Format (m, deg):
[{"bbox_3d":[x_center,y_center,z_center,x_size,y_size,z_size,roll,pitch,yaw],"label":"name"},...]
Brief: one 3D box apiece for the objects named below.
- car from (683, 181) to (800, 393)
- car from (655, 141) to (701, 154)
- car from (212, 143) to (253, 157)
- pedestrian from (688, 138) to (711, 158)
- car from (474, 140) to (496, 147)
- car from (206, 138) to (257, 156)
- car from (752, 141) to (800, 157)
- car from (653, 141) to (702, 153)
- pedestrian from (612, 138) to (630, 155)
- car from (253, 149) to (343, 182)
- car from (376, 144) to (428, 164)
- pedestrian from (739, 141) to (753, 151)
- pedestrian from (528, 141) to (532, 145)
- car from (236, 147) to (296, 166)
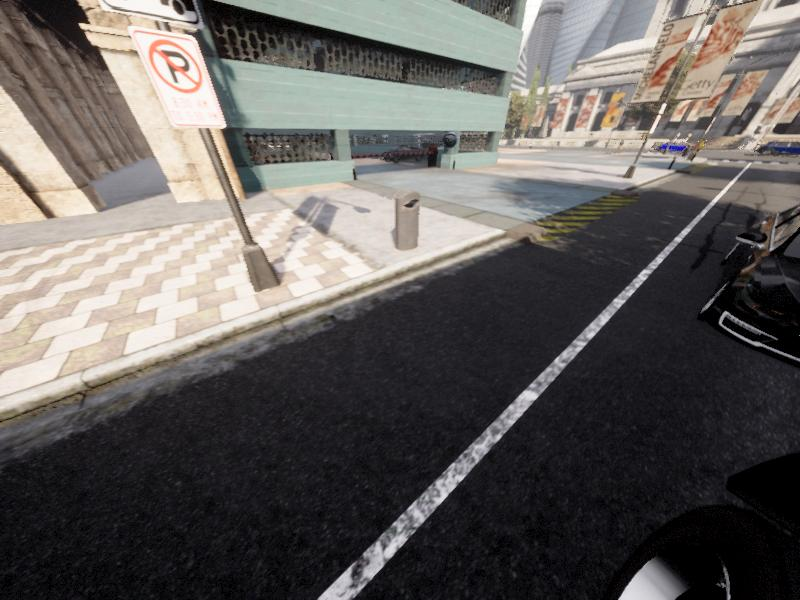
[{"bbox_3d":[6.239,-0.464,3.215,4.892,1.490,1.837,-24,41,-29],"label":"car"},{"bbox_3d":[42.868,-23.599,35.713,1.816,1.474,4.193,-23,41,-29],"label":"car"},{"bbox_3d":[-24.996,-22.517,34.573,4.514,1.523,2.007,-24,41,-29],"label":"car"},{"bbox_3d":[33.400,-16.967,25.755,0.751,1.860,0.751,-24,42,-30],"label":"pedestrian"},{"bbox_3d":[23.479,-43.491,63.954,4.974,1.542,2.038,22,41,29],"label":"car"},{"bbox_3d":[-24.951,-22.857,34.376,5.566,2.045,2.435,-24,41,-29],"label":"car"},{"bbox_3d":[48.884,-19.028,29.054,2.033,1.649,4.856,-23,41,-29],"label":"car"},{"bbox_3d":[45.292,-25.107,37.831,2.163,1.488,4.792,-23,41,-29],"label":"car"},{"bbox_3d":[28.710,-19.982,30.065,0.751,1.860,0.751,-16,38,-21],"label":"pedestrian"},{"bbox_3d":[-6.502,-8.896,15.114,4.786,1.482,2.161,-24,41,-29],"label":"car"},{"bbox_3d":[0.276,-14.874,23.459,4.902,1.511,2.128,-24,41,-29],"label":"car"},{"bbox_3d":[56.800,-25.355,37.937,0.751,1.300,0.751,-23,41,-29],"label":"pedestrian"},{"bbox_3d":[35.860,-43.196,63.555,0.500,1.100,0.500,-17,38,-22],"label":"pedestrian"},{"bbox_3d":[-13.151,-14.317,22.934,4.718,1.301,1.895,-24,41,-29],"label":"car"}]
